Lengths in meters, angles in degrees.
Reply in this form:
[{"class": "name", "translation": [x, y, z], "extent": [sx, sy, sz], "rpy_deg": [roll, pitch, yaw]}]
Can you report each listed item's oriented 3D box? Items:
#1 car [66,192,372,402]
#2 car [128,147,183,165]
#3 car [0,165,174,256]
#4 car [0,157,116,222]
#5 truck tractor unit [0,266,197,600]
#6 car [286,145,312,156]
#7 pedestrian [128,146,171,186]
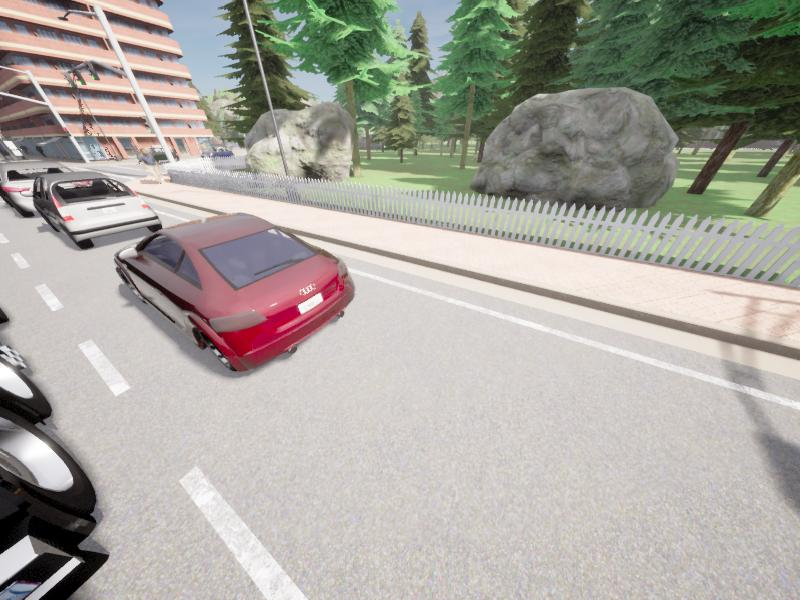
[{"class": "car", "translation": [-2.772, -0.596, 3.675], "extent": [4.181, 1.385, 1.994], "rpy_deg": [20, 40, 26]}, {"class": "car", "translation": [-27.802, -16.510, 26.448], "extent": [1.789, 1.549, 3.705], "rpy_deg": [11, 36, 15]}, {"class": "car", "translation": [-8.951, -2.774, 6.639], "extent": [3.988, 1.617, 1.851], "rpy_deg": [18, 39, 25]}, {"class": "car", "translation": [-14.321, -4.611, 9.261], "extent": [4.611, 1.667, 2.242], "rpy_deg": [19, 39, 25]}, {"class": "truck tractor unit", "translation": [-5.114, -0.298, 0.774], "extent": [6.516, 4.208, 3.053], "rpy_deg": [18, 39, 24]}, {"class": "car", "translation": [-17.950, -26.749, 41.213], "extent": [2.033, 1.411, 5.357], "rpy_deg": [2, 35, 4]}, {"class": "pedestrian", "translation": [-13.945, -7.499, 12.929], "extent": [0.751, 1.860, 0.751], "rpy_deg": [18, 39, 25]}]
